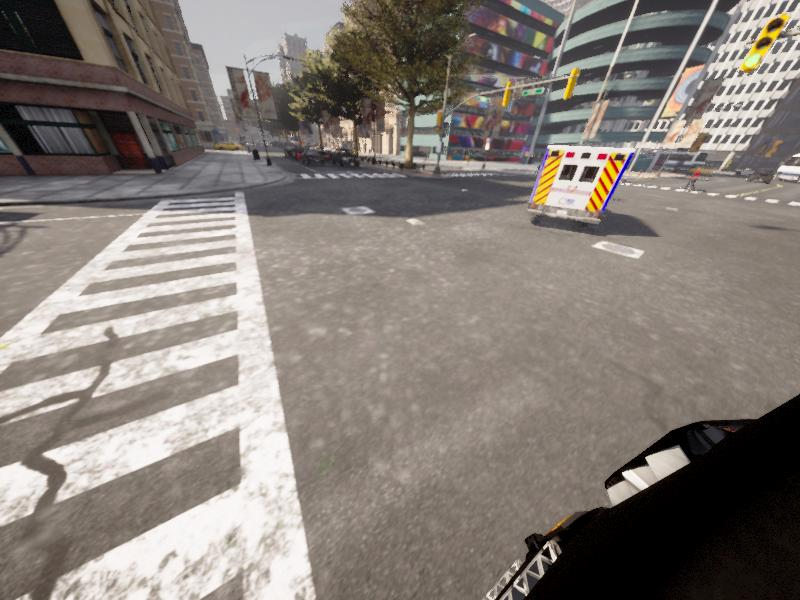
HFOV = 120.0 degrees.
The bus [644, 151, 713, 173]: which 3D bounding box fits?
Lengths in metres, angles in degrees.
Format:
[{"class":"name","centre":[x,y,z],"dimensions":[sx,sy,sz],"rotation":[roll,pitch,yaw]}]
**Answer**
[{"class":"bus","centre":[70.044,-35.289,58.734],"dimensions":[3.944,4.253,10.273],"rotation":[-1,34,-6]}]

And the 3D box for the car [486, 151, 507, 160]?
[{"class":"car","centre":[31.245,-47.000,74.998],"dimensions":[2.435,2.045,5.566],"rotation":[-16,38,-26]}]

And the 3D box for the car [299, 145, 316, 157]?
[{"class":"car","centre":[-16.839,-27.132,42.068],"dimensions":[1.851,1.617,3.988],"rotation":[-16,38,-26]}]

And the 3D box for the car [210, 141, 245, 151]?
[{"class":"car","centre":[-36.032,-32.368,48.483],"dimensions":[1.801,1.575,5.366],"rotation":[27,41,32]}]

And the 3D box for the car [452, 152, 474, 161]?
[{"class":"car","centre":[14.884,-34.313,55.232],"dimensions":[2.128,1.511,4.902],"rotation":[-16,38,-26]}]

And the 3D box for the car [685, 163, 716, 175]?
[{"class":"car","centre":[65.524,-28.567,50.418],"dimensions":[1.905,1.878,3.866],"rotation":[11,34,13]}]

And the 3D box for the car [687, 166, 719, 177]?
[{"class":"car","centre":[59.859,-25.597,45.799],"dimensions":[1.801,1.575,5.366],"rotation":[18,36,21]}]

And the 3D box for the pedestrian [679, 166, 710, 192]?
[{"class":"pedestrian","centre":[25.510,-10.503,20.047],"dimensions":[0.751,1.860,0.751],"rotation":[-18,39,-28]}]

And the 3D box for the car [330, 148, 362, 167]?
[{"class":"car","centre":[-6.487,-16.973,27.513],"dimensions":[2.242,1.667,4.611],"rotation":[-16,38,-26]}]

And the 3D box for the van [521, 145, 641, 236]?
[{"class":"van","centre":[7.106,-5.013,9.871],"dimensions":[2.351,2.431,6.366],"rotation":[19,37,22]}]

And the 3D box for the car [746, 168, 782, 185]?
[{"class":"car","centre":[52.589,-18.011,33.486],"dimensions":[3.866,1.878,1.905],"rotation":[-23,42,-33]}]

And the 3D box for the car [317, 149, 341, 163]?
[{"class":"car","centre":[-10.144,-20.437,32.719],"dimensions":[1.994,1.385,4.181],"rotation":[-16,38,-26]}]

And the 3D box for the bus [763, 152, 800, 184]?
[{"class":"bus","centre":[66.298,-21.071,37.024],"dimensions":[3.944,4.253,10.273],"rotation":[20,37,24]}]

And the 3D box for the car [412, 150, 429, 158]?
[{"class":"car","centre":[5.483,-39.000,61.633],"dimensions":[2.161,1.482,4.786],"rotation":[-16,38,-26]}]

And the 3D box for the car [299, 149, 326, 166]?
[{"class":"car","centre":[-10.419,-16.950,27.377],"dimensions":[1.812,1.442,4.674],"rotation":[-16,38,-26]}]

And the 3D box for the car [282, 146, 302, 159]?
[{"class":"car","centre":[-17.124,-23.492,36.664],"dimensions":[1.837,1.490,4.892],"rotation":[-16,38,-27]}]

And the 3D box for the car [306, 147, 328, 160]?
[{"class":"car","centre":[-13.496,-23.801,37.397],"dimensions":[2.128,1.511,4.902],"rotation":[-16,38,-26]}]

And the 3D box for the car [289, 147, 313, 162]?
[{"class":"car","centre":[-13.804,-20.270,32.039],"dimensions":[2.007,1.525,4.514],"rotation":[-16,38,-26]}]

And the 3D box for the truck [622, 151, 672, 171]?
[{"class":"truck","centre":[63.099,-35.837,59.406],"dimensions":[2.891,3.827,8.468],"rotation":[1,34,-2]}]
